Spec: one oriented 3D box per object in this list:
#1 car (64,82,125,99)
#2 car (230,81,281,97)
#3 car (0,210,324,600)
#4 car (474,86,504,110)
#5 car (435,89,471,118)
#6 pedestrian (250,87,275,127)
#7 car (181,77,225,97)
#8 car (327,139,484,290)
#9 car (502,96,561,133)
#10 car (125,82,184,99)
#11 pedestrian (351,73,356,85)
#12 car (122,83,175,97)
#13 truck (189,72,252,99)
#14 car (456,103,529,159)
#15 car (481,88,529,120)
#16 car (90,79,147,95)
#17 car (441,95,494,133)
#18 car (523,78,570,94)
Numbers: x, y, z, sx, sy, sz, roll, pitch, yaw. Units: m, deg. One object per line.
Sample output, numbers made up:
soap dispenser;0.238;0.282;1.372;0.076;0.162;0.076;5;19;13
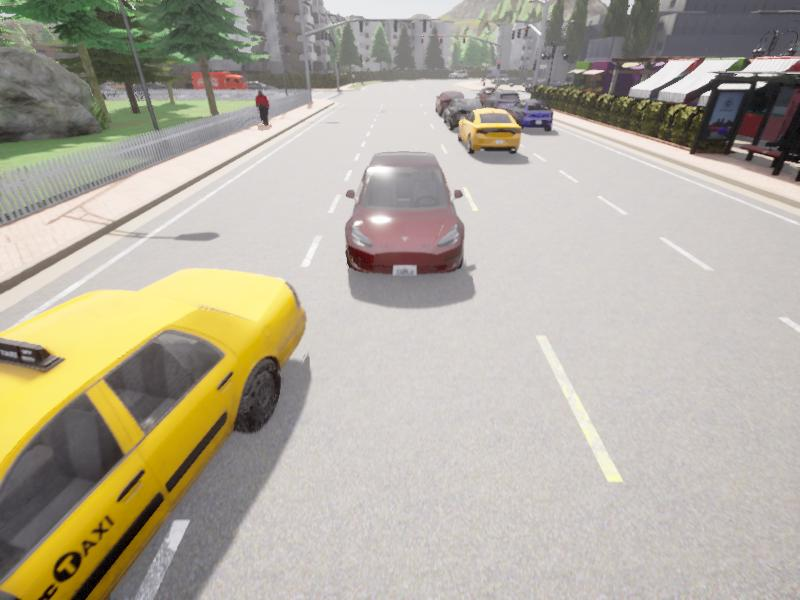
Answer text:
car;-32.910;-22.634;43.190;4.892;1.490;1.837;1;30;1
car;-16.443;-24.181;45.814;4.902;1.511;2.128;1;30;2
car;-2.452;1.072;2.597;1.801;1.575;5.366;7;31;11
car;7.252;-16.691;32.994;1.845;1.501;3.633;2;30;3
car;3.639;-14.058;28.489;1.882;1.535;5.008;0;30;0
pedestrian;-7.353;-10.326;21.449;0.751;1.860;0.751;0;30;0
car;-22.515;-24.428;45.861;3.866;1.878;1.905;1;30;1
car;0.081;-2.018;7.973;2.163;1.488;4.792;0;31;0
car;7.121;-10.326;22.174;1.816;1.474;4.193;0;30;0
car;-26.352;-22.542;43.033;4.892;1.490;1.837;1;30;1
pedestrian;-7.902;-37.555;67.967;0.751;1.860;0.751;2;30;4
car;-28.989;-24.263;46.169;4.718;1.301;1.895;1;30;1
truck;-18.998;-22.862;42.612;5.204;2.467;2.627;1;30;1
car;3.647;-7.210;16.789;1.882;1.535;5.008;0;30;0
car;7.137;-13.692;27.774;2.033;1.649;4.856;0;30;0
car;-34.563;-26.231;49.251;5.366;1.575;1.801;1;30;1
car;3.634;-10.580;22.603;2.163;1.488;4.792;0;30;0
car;18.559;-27.306;51.037;5.027;1.651;2.152;2;30;3
